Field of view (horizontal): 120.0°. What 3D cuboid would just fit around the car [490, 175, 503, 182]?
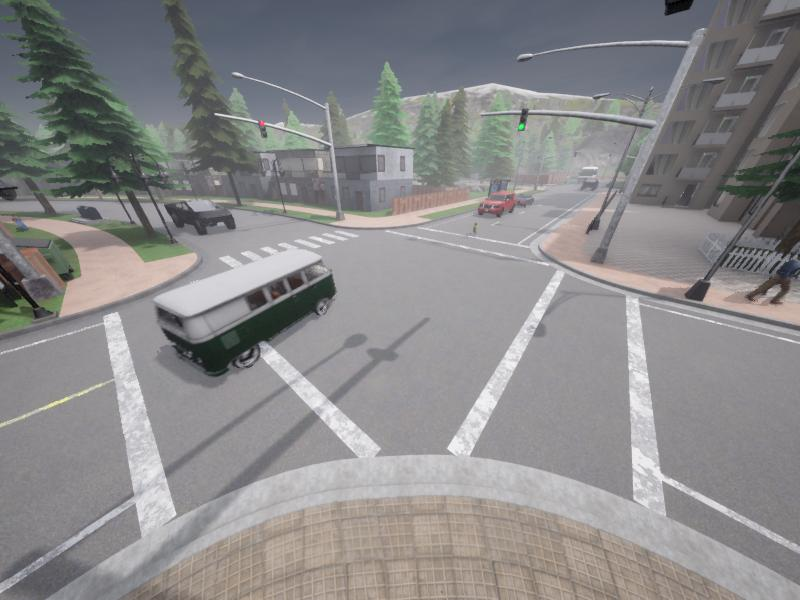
[{"bbox_3d":[29.590,-37.325,71.038,1.932,1.855,4.605,23,37,34],"label":"car"}]

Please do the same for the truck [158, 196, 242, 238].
[{"bbox_3d":[-15.490,-6.599,17.860,6.274,2.098,2.390,18,34,28],"label":"truck"}]

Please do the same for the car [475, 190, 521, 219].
[{"bbox_3d":[10.071,-9.866,23.608,2.150,2.045,5.566,24,38,35],"label":"car"}]

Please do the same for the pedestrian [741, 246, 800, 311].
[{"bbox_3d":[12.623,-0.693,7.584,0.751,1.860,0.751,23,37,34],"label":"pedestrian"}]

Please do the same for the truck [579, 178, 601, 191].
[{"bbox_3d":[40.000,-24.263,48.489,2.390,2.098,6.274,24,38,35],"label":"truck"}]

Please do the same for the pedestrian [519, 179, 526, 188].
[{"bbox_3d":[26.693,-25.426,50.373,0.751,1.860,0.751,-15,33,-24],"label":"pedestrian"}]

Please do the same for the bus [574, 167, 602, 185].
[{"bbox_3d":[53.958,-35.694,66.140,3.944,4.253,10.273,24,38,35],"label":"bus"}]

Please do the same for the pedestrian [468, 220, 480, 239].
[{"bbox_3d":[5.013,-4.763,15.668,0.500,1.100,0.500,19,35,30],"label":"pedestrian"}]

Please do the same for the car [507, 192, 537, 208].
[{"bbox_3d":[15.349,-12.575,28.979,1.994,1.385,4.181,24,38,35],"label":"car"}]

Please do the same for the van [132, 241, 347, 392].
[{"bbox_3d":[-3.742,-0.032,6.635,1.775,1.987,4.442,14,33,23],"label":"van"}]
